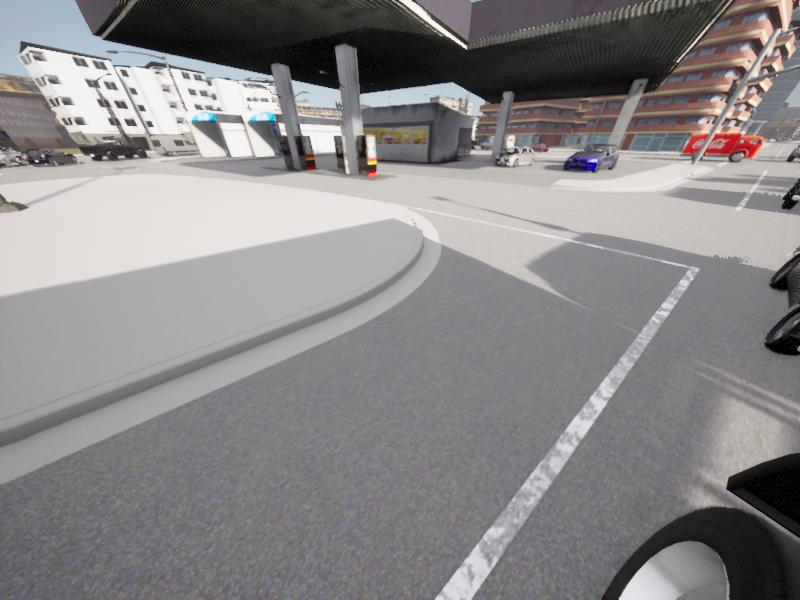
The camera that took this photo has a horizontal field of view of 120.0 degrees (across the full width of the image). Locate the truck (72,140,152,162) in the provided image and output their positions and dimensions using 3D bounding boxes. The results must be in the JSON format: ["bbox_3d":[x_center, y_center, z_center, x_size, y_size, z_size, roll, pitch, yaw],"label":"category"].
[{"bbox_3d":[-36.124,-19.045,29.412,2.390,2.098,6.274,-1,35,0],"label":"truck"}]

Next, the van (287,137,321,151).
[{"bbox_3d":[-21.413,-35.047,51.723,6.366,2.431,2.351,-26,43,-32],"label":"van"}]

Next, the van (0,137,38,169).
[{"bbox_3d":[-38.407,-13.232,20.893,2.351,2.431,6.366,-11,36,-14],"label":"van"}]

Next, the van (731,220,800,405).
[{"bbox_3d":[6.202,-0.259,2.473,4.480,2.038,2.069,-23,41,-29],"label":"van"}]

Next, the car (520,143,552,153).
[{"bbox_3d":[23.311,-26.231,39.772,1.994,1.385,4.181,-23,41,-29],"label":"car"}]

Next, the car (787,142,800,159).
[{"bbox_3d":[47.347,-17.488,26.728,4.605,1.855,1.932,-23,41,-28],"label":"car"}]

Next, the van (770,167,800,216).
[{"bbox_3d":[15.663,-4.254,8.051,4.480,2.038,2.069,-23,41,-28],"label":"van"}]

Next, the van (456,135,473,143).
[{"bbox_3d":[24.673,-61.757,88.487,6.366,2.431,2.351,-23,41,-28],"label":"van"}]

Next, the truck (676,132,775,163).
[{"bbox_3d":[33.394,-15.870,24.047,2.627,2.467,5.204,-27,42,-32],"label":"truck"}]

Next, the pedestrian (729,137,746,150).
[{"bbox_3d":[58.356,-27.063,39.941,0.751,1.860,0.751,-21,40,-27],"label":"pedestrian"}]

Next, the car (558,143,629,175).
[{"bbox_3d":[14.276,-10.515,17.068,4.611,1.667,2.242,-23,41,-28],"label":"car"}]

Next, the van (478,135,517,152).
[{"bbox_3d":[18.660,-30.233,44.571,2.351,2.431,6.366,-23,41,-29],"label":"van"}]

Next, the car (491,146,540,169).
[{"bbox_3d":[10.294,-12.793,20.613,3.806,1.475,1.970,-23,41,-28],"label":"car"}]

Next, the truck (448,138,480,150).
[{"bbox_3d":[13.725,-33.880,50.072,2.390,2.098,6.274,-23,41,-29],"label":"truck"}]

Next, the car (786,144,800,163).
[{"bbox_3d":[40.808,-14.741,22.887,4.605,1.855,1.932,-22,41,-29],"label":"car"}]

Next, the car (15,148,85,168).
[{"bbox_3d":[-35.478,-14.605,23.598,1.845,1.501,3.633,-8,36,-11],"label":"car"}]

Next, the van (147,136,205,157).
[{"bbox_3d":[-34.607,-23.980,36.023,1.988,2.561,5.915,9,36,12],"label":"van"}]
